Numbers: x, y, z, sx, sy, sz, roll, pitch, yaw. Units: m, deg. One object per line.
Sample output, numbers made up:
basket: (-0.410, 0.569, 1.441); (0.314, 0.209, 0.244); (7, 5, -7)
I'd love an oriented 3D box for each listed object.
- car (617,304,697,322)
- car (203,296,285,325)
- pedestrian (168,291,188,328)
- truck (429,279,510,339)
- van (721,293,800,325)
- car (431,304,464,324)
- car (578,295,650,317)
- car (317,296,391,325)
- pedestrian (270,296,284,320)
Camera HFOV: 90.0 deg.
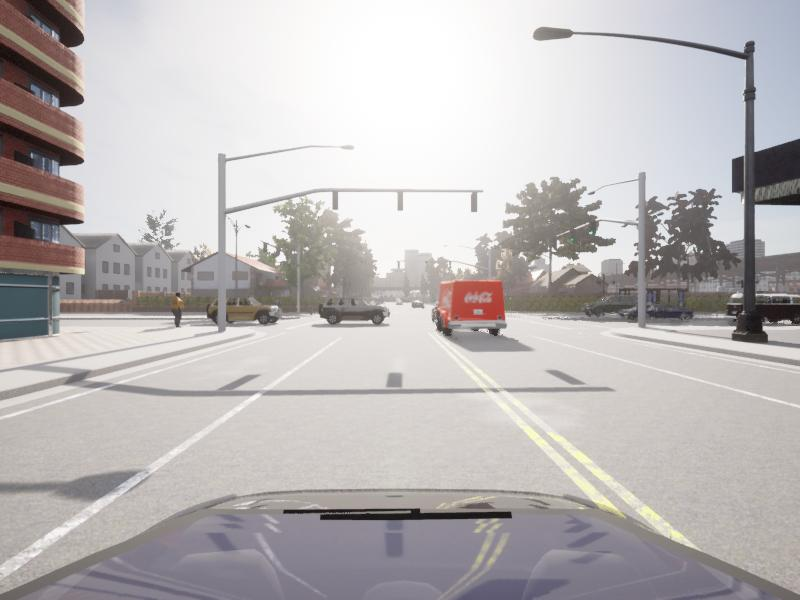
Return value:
car: (19.006, 0.944, 29.721); (4.718, 1.301, 1.895); (0, 0, 0)
car: (-10.177, 0.652, 26.346); (4.605, 1.855, 1.932); (0, 0, 0)
pedestrian: (-11.426, 0.485, 20.580); (0.751, 1.860, 0.751); (0, 0, 44)
truck: (3.071, 0.363, 19.145); (2.627, 2.467, 5.204); (0, 0, -4)
van: (24.093, 0.572, 26.200); (4.480, 2.038, 2.069); (0, 0, 0)
car: (3.308, 0.944, 28.802); (1.895, 1.301, 4.718); (0, 0, 1)
car: (20.090, 0.568, 37.719); (5.566, 2.045, 2.150); (0, 0, 0)
car: (-2.952, 0.652, 26.313); (4.605, 1.855, 1.932); (0, 0, 0)
pedestrian: (-9.657, 0.637, 31.439); (0.751, 1.860, 0.751); (0, 0, 17)
